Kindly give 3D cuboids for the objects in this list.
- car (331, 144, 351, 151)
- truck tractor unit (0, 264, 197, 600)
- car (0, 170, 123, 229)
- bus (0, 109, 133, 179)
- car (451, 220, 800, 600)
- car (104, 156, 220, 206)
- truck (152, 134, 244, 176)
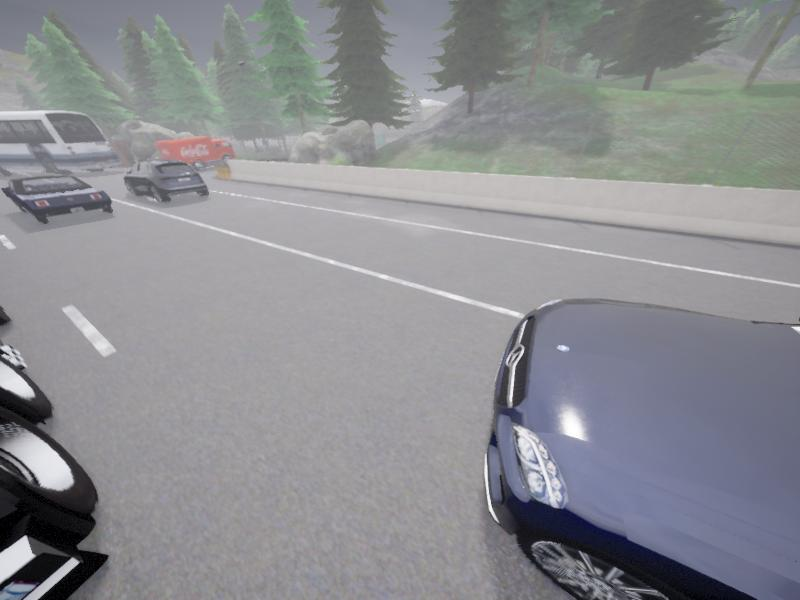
[{"bbox_3d":[-14.716,-38.222,57.817,4.674,1.442,1.812,18,39,25],"label":"car"},{"bbox_3d":[-5.119,-0.291,0.780,6.516,4.208,3.053,18,39,24],"label":"truck tractor unit"},{"bbox_3d":[-13.074,-3.979,8.746,4.718,1.301,1.895,18,39,24],"label":"car"},{"bbox_3d":[-30.078,-12.870,19.142,10.273,4.253,3.944,4,37,7],"label":"bus"},{"bbox_3d":[3.082,1.123,0.945,5.027,1.651,2.152,18,39,24],"label":"car"},{"bbox_3d":[-11.516,-5.916,11.223,4.856,1.649,2.033,18,39,24],"label":"car"},{"bbox_3d":[-17.982,-13.302,21.000,2.627,2.467,5.204,18,44,24],"label":"truck"}]
